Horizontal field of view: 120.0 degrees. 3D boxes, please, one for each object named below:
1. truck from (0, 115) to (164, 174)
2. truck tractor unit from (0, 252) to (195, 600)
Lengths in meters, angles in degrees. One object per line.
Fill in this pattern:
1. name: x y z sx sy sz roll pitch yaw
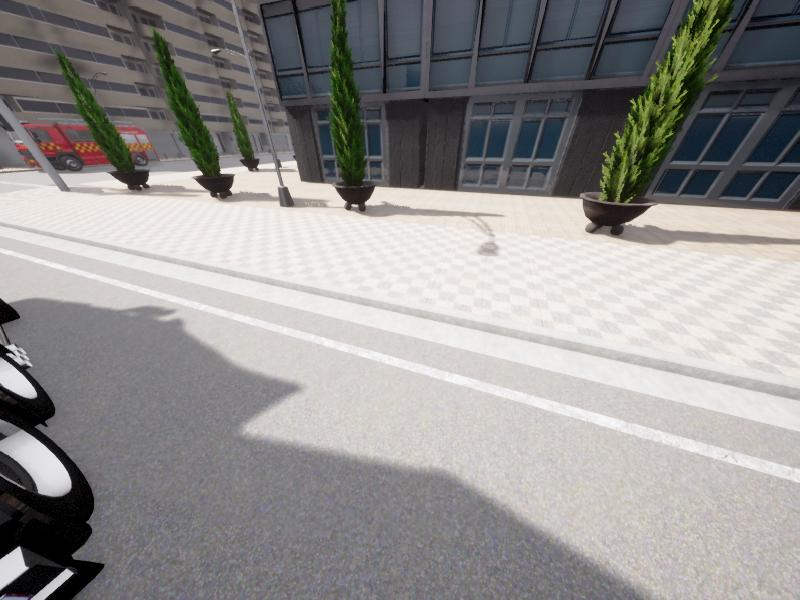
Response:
1. truck: -29.162 -14.672 21.861 2.891 3.827 8.468 11 36 16
2. truck tractor unit: -5.091 -0.320 0.809 6.516 4.208 3.053 19 39 25
